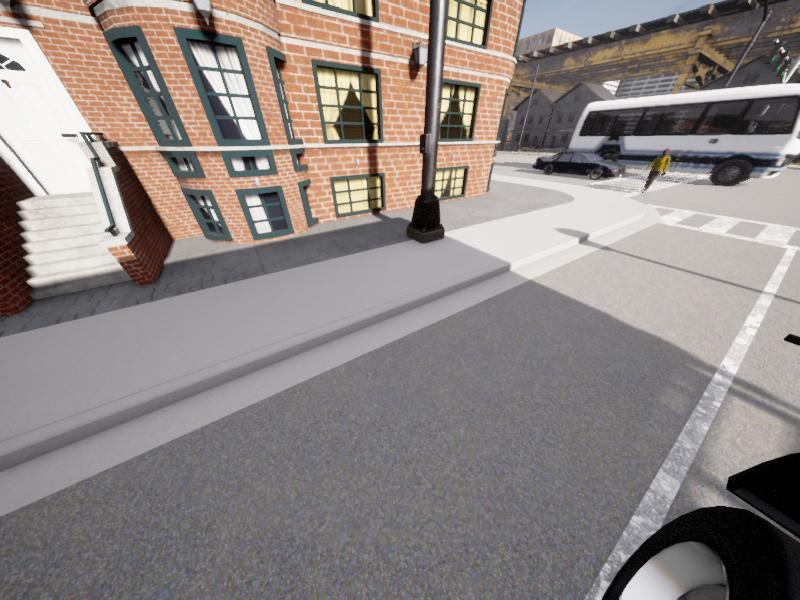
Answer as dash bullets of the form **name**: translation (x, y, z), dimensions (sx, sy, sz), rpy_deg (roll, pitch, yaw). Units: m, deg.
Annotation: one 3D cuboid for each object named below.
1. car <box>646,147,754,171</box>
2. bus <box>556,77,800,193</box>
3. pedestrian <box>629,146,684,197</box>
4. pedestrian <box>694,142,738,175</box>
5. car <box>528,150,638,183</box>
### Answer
- **car**: translation (25.302, -12.166, 19.801), dimensions (2.033, 1.411, 5.357), rpy_deg (-20, 40, -26)
- **bus**: translation (16.663, -9.982, 14.282), dimensions (3.944, 4.253, 10.273), rpy_deg (-20, 39, -26)
- **pedestrian**: translation (11.271, -5.657, 10.211), dimensions (0.751, 1.860, 0.751), rpy_deg (-19, 39, -25)
- **pedestrian**: translation (21.812, -9.780, 15.992), dimensions (0.751, 1.860, 0.751), rpy_deg (7, 36, 11)
- **car**: translation (11.978, -9.179, 15.654), dimensions (2.033, 1.411, 5.357), rpy_deg (-20, 40, -26)
